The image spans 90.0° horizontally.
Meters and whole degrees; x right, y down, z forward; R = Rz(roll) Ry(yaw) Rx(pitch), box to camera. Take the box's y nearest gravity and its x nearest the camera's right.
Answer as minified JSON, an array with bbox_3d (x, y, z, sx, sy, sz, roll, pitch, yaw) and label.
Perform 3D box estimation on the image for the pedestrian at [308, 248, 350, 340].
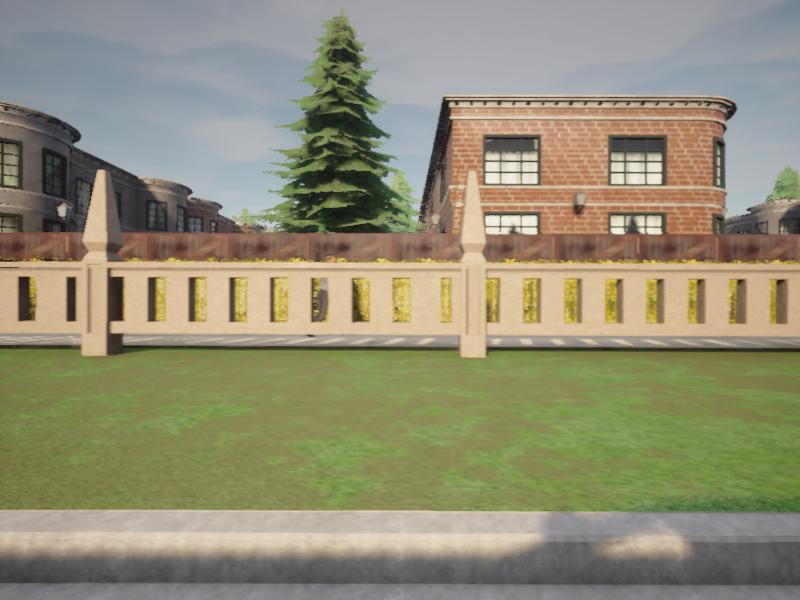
[{"bbox_3d":[-1.475,-0.121,8.418,0.751,1.860,0.751,0,0,0],"label":"pedestrian"}]
